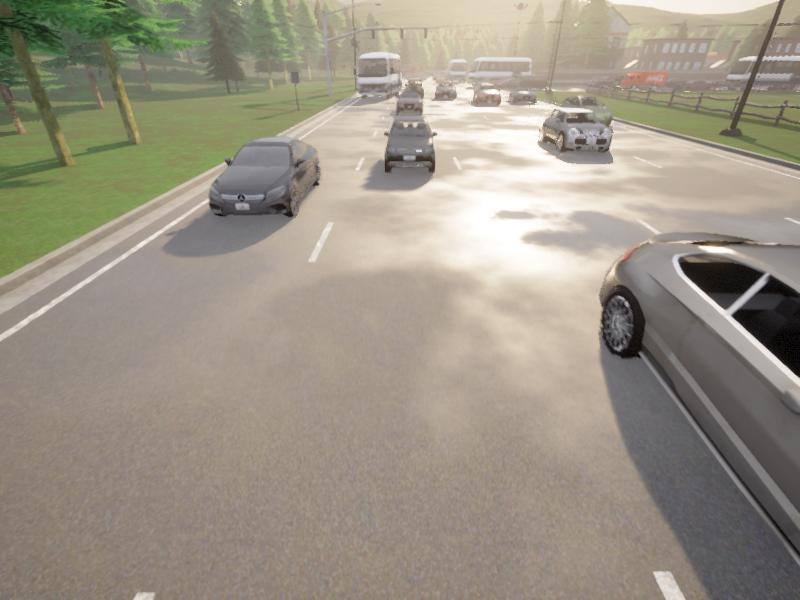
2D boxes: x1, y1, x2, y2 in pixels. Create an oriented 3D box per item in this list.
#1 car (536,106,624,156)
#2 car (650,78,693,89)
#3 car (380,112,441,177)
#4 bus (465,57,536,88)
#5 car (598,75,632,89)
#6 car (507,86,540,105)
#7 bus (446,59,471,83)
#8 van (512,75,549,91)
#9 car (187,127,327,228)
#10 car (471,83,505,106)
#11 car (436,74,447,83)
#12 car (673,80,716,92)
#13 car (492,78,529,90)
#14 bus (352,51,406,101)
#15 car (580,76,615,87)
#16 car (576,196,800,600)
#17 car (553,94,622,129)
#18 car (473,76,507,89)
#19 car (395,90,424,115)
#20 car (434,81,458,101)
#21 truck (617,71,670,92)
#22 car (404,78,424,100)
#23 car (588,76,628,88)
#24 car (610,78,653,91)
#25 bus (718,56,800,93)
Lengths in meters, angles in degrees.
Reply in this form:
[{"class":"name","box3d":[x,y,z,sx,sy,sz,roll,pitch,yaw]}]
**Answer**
[{"class":"car","box3d":[7.392,-7.220,16.909,1.970,1.475,3.806,1,30,1]},{"class":"car","box3d":[41.939,-33.450,61.792,5.008,1.535,1.882,0,30,1]},{"class":"car","box3d":[0.356,-5.483,13.843,1.789,1.549,3.705,1,30,1]},{"class":"bus","box3d":[16.436,-37.631,66.204,10.273,4.253,3.944,-6,30,-11]},{"class":"car","box3d":[33.168,-33.665,61.791,3.866,1.878,1.905,0,30,1]},{"class":"car","box3d":[11.556,-19.358,37.786,1.994,1.385,4.181,1,30,2]},{"class":"bus","box3d":[12.572,-49.836,87.068,3.944,4.253,10.273,0,30,1]},{"class":"van","box3d":[18.862,-31.513,57.985,4.442,1.987,1.775,-7,31,-11]},{"class":"car","box3d":[-3.268,-3.364,10.321,1.812,1.442,4.674,1,30,1]},{"class":"car","box3d":[7.947,-18.929,36.746,2.242,1.667,4.611,1,30,2]},{"class":"car","box3d":[8.919,-47.781,86.191,1.801,1.575,5.366,1,30,1]},{"class":"car","box3d":[41.032,-29.848,55.797,4.181,1.385,1.994,1,30,1]},{"class":"car","box3d":[16.714,-32.759,60.611,4.792,1.488,2.163,-9,31,-15]},{"class":"bus","box3d":[-1.958,-24.640,43.934,3.944,4.253,10.273,3,30,7]},{"class":"car","box3d":[33.455,-37.103,67.887,4.611,1.667,2.242,0,30,1]},{"class":"car","box3d":[3.585,0.696,3.216,2.152,1.651,5.027,1,30,1]},{"class":"car","box3d":[11.061,-11.386,23.993,2.007,1.525,4.514,1,30,1]},{"class":"car","box3d":[14.077,-34.206,62.891,4.611,1.667,2.242,-13,33,-21]},{"class":"car","box3d":[0.739,-15.019,30.342,1.994,1.385,4.181,1,30,1]},{"class":"car","box3d":[4.779,-22.159,42.264,2.242,1.667,4.611,2,30,4]},{"class":"truck","box3d":[33.741,-30.380,55.594,5.204,2.467,2.627,0,30,1]},{"class":"car","box3d":[1.512,-22.705,42.972,1.905,1.878,3.866,3,30,5]},{"class":"car","box3d":[33.652,-35.317,64.884,5.027,1.651,2.152,0,30,0]},{"class":"car","box3d":[34.013,-31.728,58.856,4.902,1.511,2.128,0,30,1]},{"class":"bus","box3d":[50.930,-30.962,54.869,10.273,4.253,3.944,0,30,1]}]
